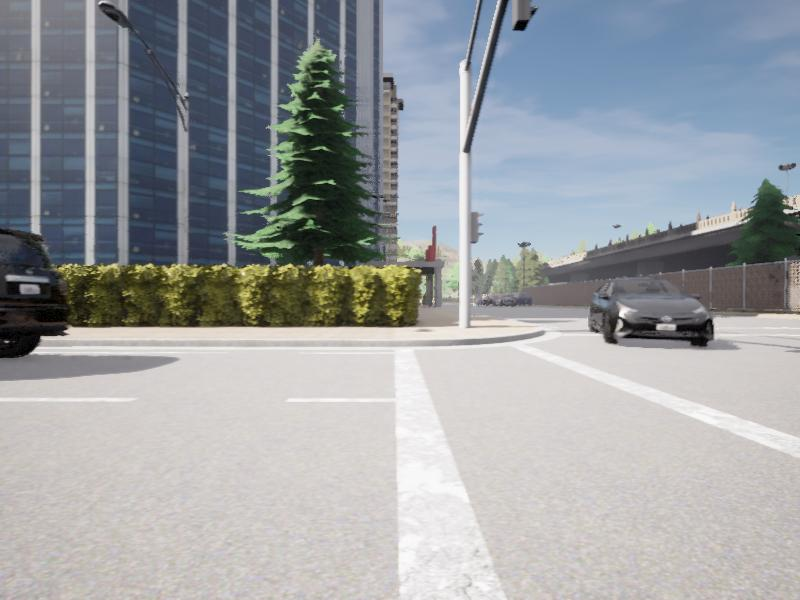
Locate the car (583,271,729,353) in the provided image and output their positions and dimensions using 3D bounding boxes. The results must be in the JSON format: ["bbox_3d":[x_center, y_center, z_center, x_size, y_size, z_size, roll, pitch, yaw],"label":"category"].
[{"bbox_3d":[5.880,0.209,9.893,2.007,1.525,4.514,0,0,18],"label":"car"}]

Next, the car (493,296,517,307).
[{"bbox_3d":[14.189,0.195,54.283,2.038,1.542,4.974,0,0,0],"label":"car"}]

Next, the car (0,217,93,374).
[{"bbox_3d":[-8.018,-0.048,5.723,5.566,2.045,2.150,0,0,-1],"label":"car"}]

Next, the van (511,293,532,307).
[{"bbox_3d":[17.693,-0.030,58.313,1.775,1.987,4.442,0,0,0],"label":"van"}]

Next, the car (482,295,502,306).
[{"bbox_3d":[14.199,0.063,62.190,2.097,1.767,4.553,0,0,0],"label":"car"}]
